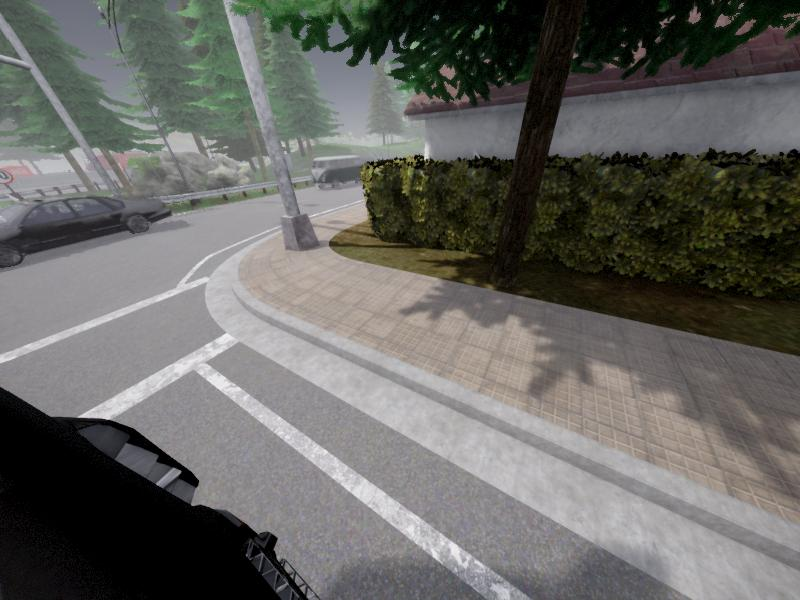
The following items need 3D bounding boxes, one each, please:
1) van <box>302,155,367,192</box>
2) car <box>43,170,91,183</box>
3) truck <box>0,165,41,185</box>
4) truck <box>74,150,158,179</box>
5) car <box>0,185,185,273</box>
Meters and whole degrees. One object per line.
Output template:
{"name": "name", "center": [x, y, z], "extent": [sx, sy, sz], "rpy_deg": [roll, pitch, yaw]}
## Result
{"name": "van", "center": [-4.652, -9.533, 17.209], "extent": [1.775, 1.987, 4.442], "rpy_deg": [16, 38, 26]}
{"name": "car", "center": [-51.646, -19.214, 35.878], "extent": [1.970, 1.475, 3.806], "rpy_deg": [16, 38, 26]}
{"name": "truck", "center": [-63.020, -19.961, 36.977], "extent": [2.627, 2.467, 5.204], "rpy_deg": [16, 38, 26]}
{"name": "truck", "center": [-51.000, -24.754, 42.039], "extent": [2.891, 3.827, 8.468], "rpy_deg": [16, 38, 26]}
{"name": "car", "center": [-10.741, -2.476, 7.378], "extent": [2.033, 1.411, 5.357], "rpy_deg": [9, 35, 16]}
